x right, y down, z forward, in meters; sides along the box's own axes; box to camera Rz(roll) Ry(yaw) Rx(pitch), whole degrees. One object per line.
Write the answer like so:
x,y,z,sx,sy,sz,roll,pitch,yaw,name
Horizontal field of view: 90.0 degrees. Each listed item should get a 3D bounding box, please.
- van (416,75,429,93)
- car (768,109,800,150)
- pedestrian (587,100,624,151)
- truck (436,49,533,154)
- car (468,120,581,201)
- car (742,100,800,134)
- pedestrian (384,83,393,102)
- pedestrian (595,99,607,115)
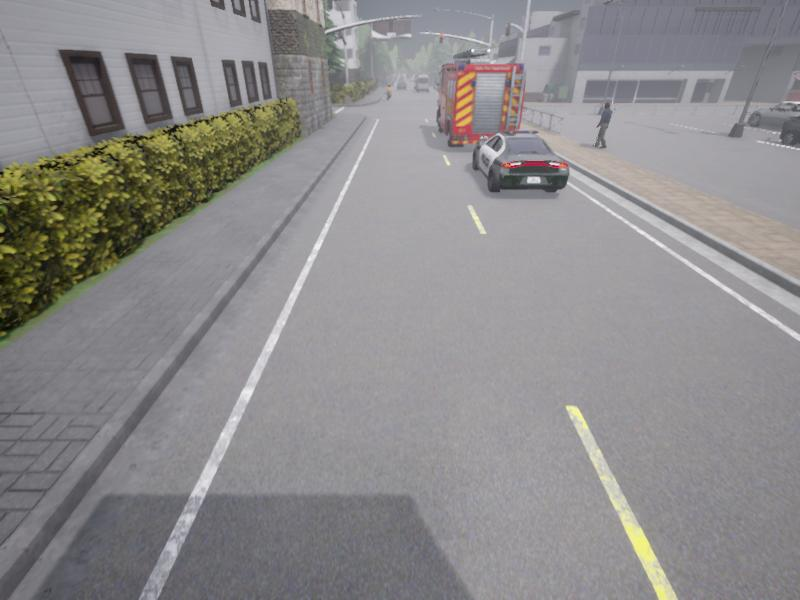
3.820,-37.029,68.355,1.988,2.561,5.915,0,30,0,van
19.037,-7.207,17.282,2.007,1.523,4.514,0,30,0,car
8.622,-7.360,16.849,0.751,1.860,0.751,-23,37,-34,pedestrian
3.633,-10.022,19.882,2.891,3.827,8.468,0,30,0,truck
3.596,-4.600,12.710,2.038,1.542,4.974,0,30,0,car
22.705,-10.763,23.366,1.970,1.475,3.806,0,30,0,car
-1.288,-23.575,45.508,0.751,1.860,0.751,7,31,12,pedestrian
16.331,-15.666,32.491,0.500,1.100,0.500,0,30,0,pedestrian
